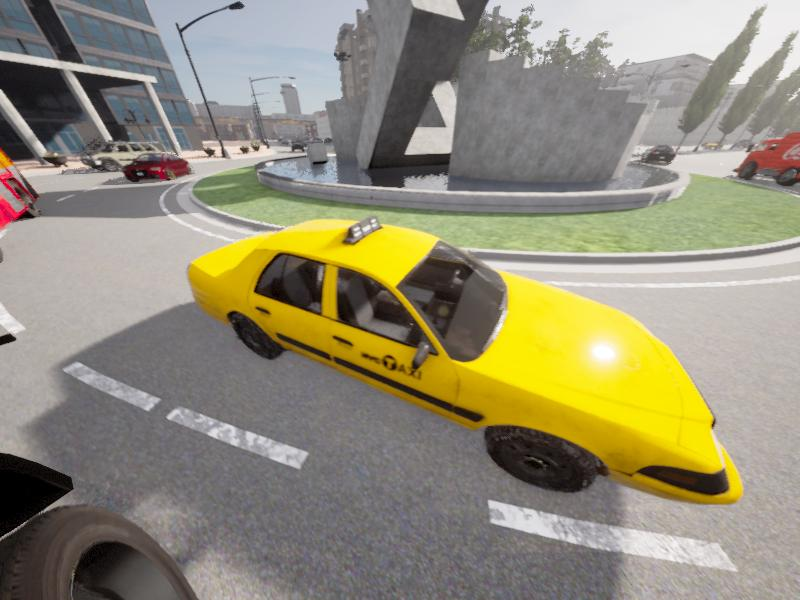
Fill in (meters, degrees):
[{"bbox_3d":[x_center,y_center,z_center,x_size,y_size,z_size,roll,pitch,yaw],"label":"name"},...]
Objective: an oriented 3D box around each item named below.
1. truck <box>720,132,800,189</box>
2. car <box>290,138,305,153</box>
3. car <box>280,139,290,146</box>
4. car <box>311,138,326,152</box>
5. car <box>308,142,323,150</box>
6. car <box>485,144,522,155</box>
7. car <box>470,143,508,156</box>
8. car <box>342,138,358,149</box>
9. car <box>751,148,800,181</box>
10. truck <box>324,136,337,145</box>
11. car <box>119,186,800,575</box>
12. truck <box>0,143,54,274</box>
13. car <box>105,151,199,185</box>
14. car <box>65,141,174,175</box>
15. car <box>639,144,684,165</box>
[{"bbox_3d":[22.721,-7.868,12.915,2.627,2.467,5.204,9,36,12],"label":"truck"},{"bbox_3d":[-17.101,-25.777,38.492,1.905,1.878,3.866,-12,37,-17],"label":"car"},{"bbox_3d":[-31.821,-43.645,63.947,1.837,1.490,4.892,-16,38,-22],"label":"car"},{"bbox_3d":[-14.259,-27.143,40.429,1.905,1.878,3.866,-12,37,-17],"label":"car"},{"bbox_3d":[-16.749,-30.483,45.639,1.895,1.301,4.718,-14,38,-19],"label":"car"},{"bbox_3d":[15.717,-23.112,35.391,4.718,1.301,1.895,7,36,10],"label":"car"},{"bbox_3d":[12.673,-21.575,33.084,4.674,1.442,1.812,17,39,22],"label":"car"},{"bbox_3d":[-10.748,-33.512,49.417,1.905,1.878,3.866,-19,40,-25],"label":"car"},{"bbox_3d":[26.588,-8.507,14.568,2.033,1.649,4.856,7,35,10],"label":"car"},{"bbox_3d":[-22.139,-50.632,73.308,2.390,2.098,6.274,-16,39,-22],"label":"truck"},{"bbox_3d":[-0.103,-0.052,2.587,5.366,1.575,1.801,15,38,20],"label":"car"},{"bbox_3d":[-11.173,-2.761,4.422,8.468,3.827,2.891,30,45,35],"label":"truck"},{"bbox_3d":[-14.786,-8.195,14.183,1.994,1.385,4.181,-8,36,-12],"label":"car"},{"bbox_3d":[-20.933,-10.975,17.631,1.932,1.855,4.605,14,38,18],"label":"car"},{"bbox_3d":[27.464,-15.497,24.508,2.038,1.542,4.974,21,41,27],"label":"car"}]
